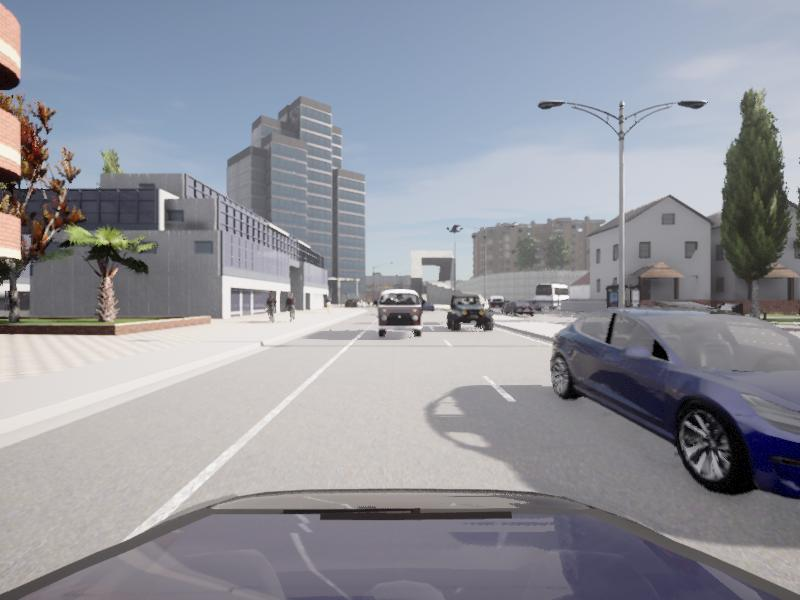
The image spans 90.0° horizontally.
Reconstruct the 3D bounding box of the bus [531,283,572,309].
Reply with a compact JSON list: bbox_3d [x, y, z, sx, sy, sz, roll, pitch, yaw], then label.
[{"bbox_3d":[26.882,-0.612,70.502,3.944,4.253,10.273,0,0,38],"label":"bus"}]

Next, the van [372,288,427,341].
[{"bbox_3d":[-0.018,0.552,17.485,2.069,2.038,4.480,0,0,0],"label":"van"}]

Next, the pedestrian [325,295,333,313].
[{"bbox_3d":[-7.394,0.435,41.557,0.751,1.860,0.751,0,0,-7],"label":"pedestrian"}]

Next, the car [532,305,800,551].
[{"bbox_3d":[3.495,0.845,4.935,2.163,1.488,4.792,0,0,0],"label":"car"}]

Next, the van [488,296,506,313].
[{"bbox_3d":[12.482,0.520,51.808,2.069,2.038,4.480,0,0,10],"label":"van"}]

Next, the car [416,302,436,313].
[{"bbox_3d":[3.160,0.892,49.494,1.895,1.301,4.718,0,0,-3],"label":"car"}]

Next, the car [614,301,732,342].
[{"bbox_3d":[11.483,0.810,17.289,2.007,1.525,4.514,0,0,0],"label":"car"}]

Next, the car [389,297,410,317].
[{"bbox_3d":[-0.087,0.611,39.243,1.932,1.855,4.605,0,0,-1],"label":"car"}]

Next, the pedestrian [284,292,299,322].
[{"bbox_3d":[-6.835,0.458,25.246,0.751,1.860,0.751,0,0,-1],"label":"pedestrian"}]

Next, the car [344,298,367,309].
[{"bbox_3d":[-7.896,0.581,70.881,1.932,1.855,4.605,0,0,-37],"label":"car"}]

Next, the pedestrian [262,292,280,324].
[{"bbox_3d":[-7.543,0.451,23.419,0.751,1.860,0.751,0,0,3],"label":"pedestrian"}]

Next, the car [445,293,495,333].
[{"bbox_3d":[3.481,0.624,20.639,1.905,1.878,3.866,0,0,0],"label":"car"}]

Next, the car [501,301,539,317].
[{"bbox_3d":[11.475,0.854,38.683,2.033,1.411,5.357,0,0,0],"label":"car"}]
